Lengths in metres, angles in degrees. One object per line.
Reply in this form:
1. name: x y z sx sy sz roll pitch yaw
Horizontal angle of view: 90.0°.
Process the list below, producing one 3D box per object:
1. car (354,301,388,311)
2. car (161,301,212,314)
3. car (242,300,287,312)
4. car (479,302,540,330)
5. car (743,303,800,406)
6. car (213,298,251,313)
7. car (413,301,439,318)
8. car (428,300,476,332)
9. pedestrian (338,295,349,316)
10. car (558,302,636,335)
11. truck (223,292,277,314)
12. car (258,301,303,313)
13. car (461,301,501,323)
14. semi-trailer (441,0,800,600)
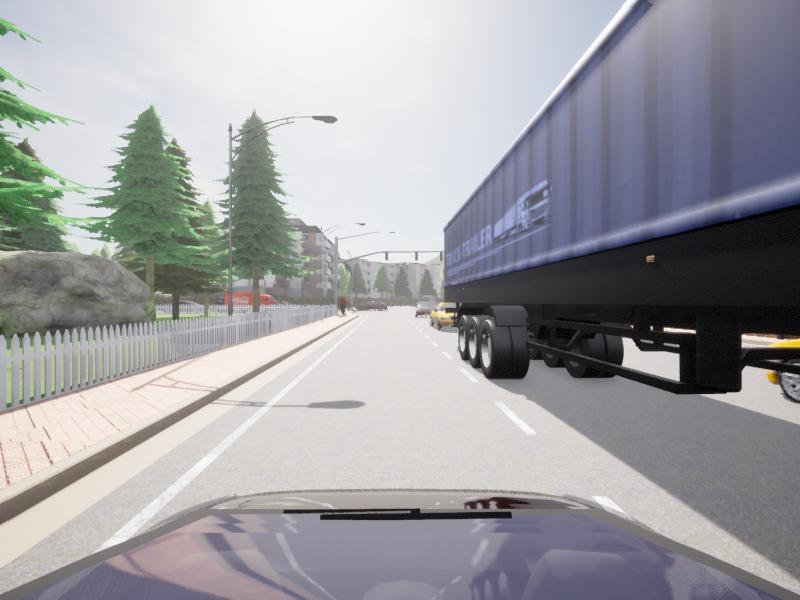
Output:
1. car: -4.030 0.869 56.720 4.674 1.442 1.812 0 0 0
2. car: -24.545 0.845 46.090 4.892 1.490 1.837 0 0 0
3. car: -17.947 0.802 53.132 5.366 1.575 1.801 0 0 0
4. car: 6.233 0.851 23.454 2.163 1.488 4.792 0 0 -2
5. car: 7.151 0.823 4.542 1.882 1.535 5.008 0 0 -6
6. car: -20.826 0.646 49.612 3.866 1.878 1.905 0 0 -1
7. car: 2.351 0.851 37.395 2.163 1.488 4.792 0 0 2
8. car: 2.756 0.802 22.320 1.801 1.575 5.366 0 0 -2
9. pedestrian: -4.974 0.487 35.084 0.751 1.860 0.751 0 0 9
10. car: 9.822 0.854 20.370 1.816 1.474 4.193 0 0 -2
11. truck: -17.188 0.357 46.139 5.204 2.467 2.627 0 0 0
12. car: -14.752 0.836 49.654 4.902 1.511 2.128 0 0 0
13. car: 6.005 0.823 30.287 1.882 1.535 5.008 0 0 -2
14. semi-trailer: 3.062 -0.618 6.799 2.717 4.402 14.254 0 0 -2
